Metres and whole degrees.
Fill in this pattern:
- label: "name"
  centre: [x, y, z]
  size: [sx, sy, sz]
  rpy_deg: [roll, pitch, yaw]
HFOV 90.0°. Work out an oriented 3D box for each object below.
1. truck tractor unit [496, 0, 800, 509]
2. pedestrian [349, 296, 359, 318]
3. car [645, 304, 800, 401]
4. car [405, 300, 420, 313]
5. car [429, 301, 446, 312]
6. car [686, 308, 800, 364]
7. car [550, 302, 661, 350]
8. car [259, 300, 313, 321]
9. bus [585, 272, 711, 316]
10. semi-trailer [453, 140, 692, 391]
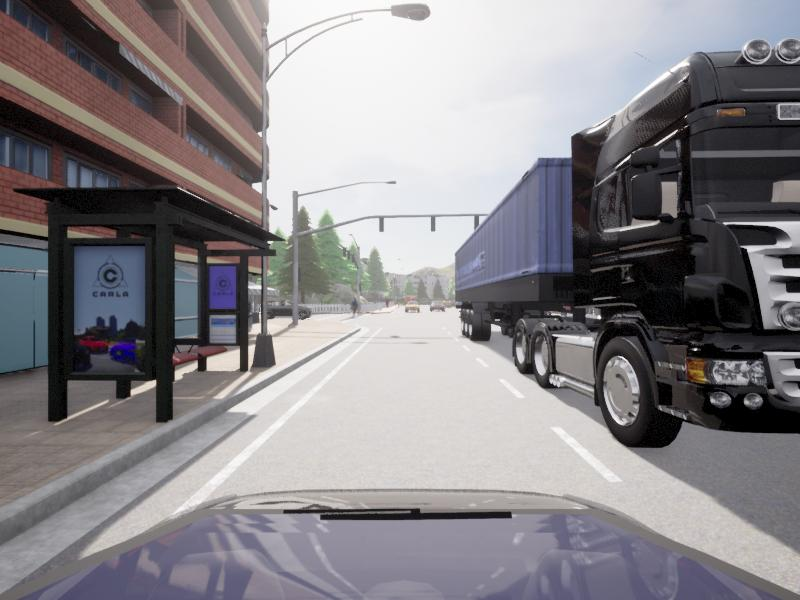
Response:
- label: "truck tractor unit"
  centre: [3.726, -0.516, 6.257]
  size: [3.053, 4.208, 6.516]
  rpy_deg: [0, 0, 2]
- label: "pedestrian"
  centre: [-3.942, 0.589, 34.632]
  size: [0.751, 1.860, 0.751]
  rpy_deg: [0, 0, 4]
- label: "car"
  centre: [7.280, 0.845, 8.035]
  size: [1.837, 1.490, 4.892]
  rpy_deg: [0, 0, 2]
- label: "car"
  centre: [1.651, 0.801, 52.279]
  size: [1.801, 1.575, 5.366]
  rpy_deg: [0, 0, 3]
- label: "car"
  centre: [5.242, 0.851, 56.793]
  size: [2.163, 1.488, 4.792]
  rpy_deg: [0, 0, 2]
- label: "car"
  centre: [10.890, 0.944, 11.627]
  size: [1.895, 1.301, 4.718]
  rpy_deg: [0, 0, 2]
- label: "car"
  centre: [7.494, 0.845, 15.241]
  size: [1.837, 1.490, 4.892]
  rpy_deg: [0, 0, 2]
- label: "car"
  centre: [-8.576, 0.761, 30.407]
  size: [3.705, 1.549, 1.789]
  rpy_deg: [0, 0, -8]
- label: "bus"
  centre: [24.878, -0.589, 40.654]
  size: [10.273, 4.253, 3.944]
  rpy_deg: [0, 0, 1]
- label: "semi-trailer"
  centre: [3.960, -0.618, 14.165]
  size: [2.717, 4.402, 14.254]
  rpy_deg: [0, 0, 2]
